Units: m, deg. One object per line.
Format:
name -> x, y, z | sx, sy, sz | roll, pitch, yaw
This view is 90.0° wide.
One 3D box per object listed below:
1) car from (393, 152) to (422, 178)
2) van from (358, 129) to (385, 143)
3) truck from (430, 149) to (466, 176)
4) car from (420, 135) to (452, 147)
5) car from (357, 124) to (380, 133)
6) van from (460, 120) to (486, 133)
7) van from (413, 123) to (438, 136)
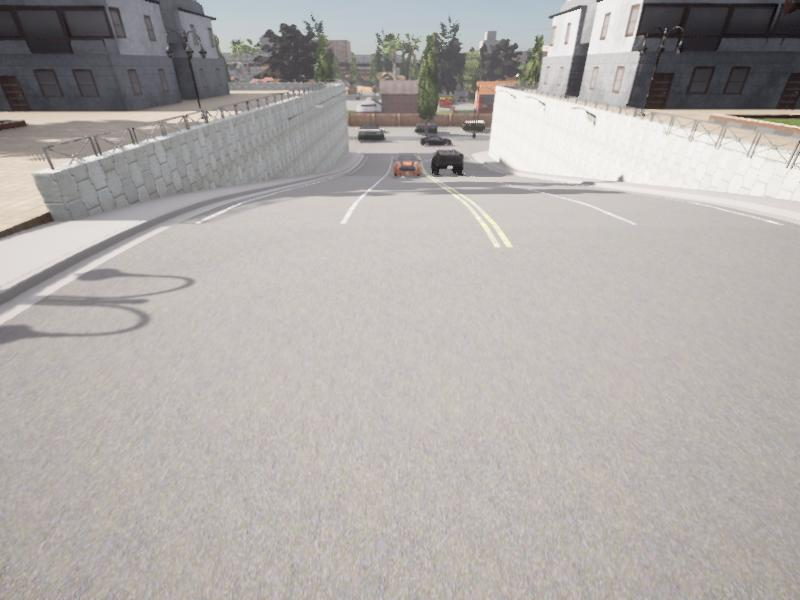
car -> 0.569, -10.755, 31.786 | 2.097, 1.767, 4.553 | 0, 19, 0
van -> -4.692, -27.270, 66.454 | 4.442, 1.987, 1.775 | 0, 30, 0
truck -> 4.100, -12.167, 35.313 | 2.390, 2.098, 6.274 | 0, 20, 0
car -> 5.660, -25.292, 63.489 | 5.008, 1.535, 1.882 | 0, 30, 0
car -> -6.050, -32.823, 76.538 | 4.181, 1.385, 1.994 | 0, 30, 0
van -> 13.946, -33.074, 76.260 | 4.480, 2.038, 2.069 | 0, 30, 0
van -> 4.665, -31.295, 73.307 | 4.442, 1.987, 1.775 | 0, 30, 0
